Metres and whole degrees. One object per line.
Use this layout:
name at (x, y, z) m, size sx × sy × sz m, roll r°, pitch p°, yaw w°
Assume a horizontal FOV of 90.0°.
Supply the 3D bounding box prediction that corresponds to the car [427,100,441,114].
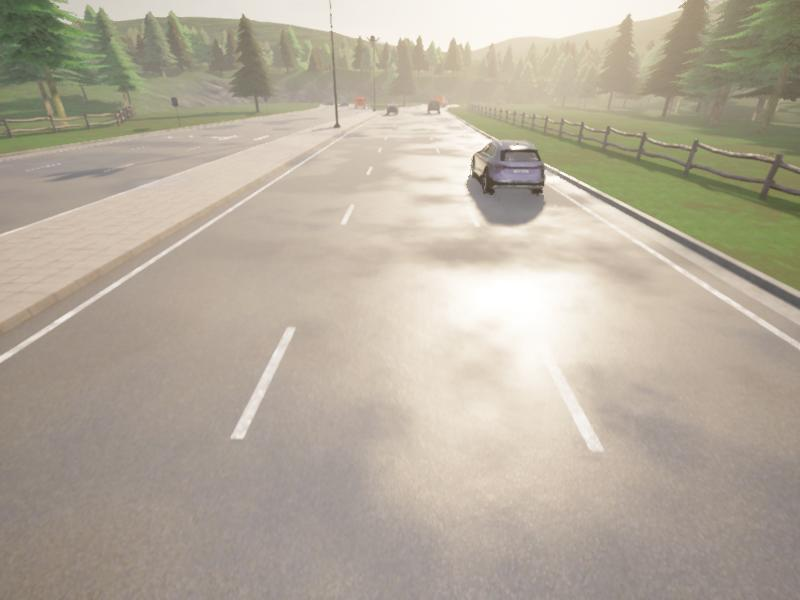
car at (6.064, -34.573, 71.574) m, size 2.150 × 2.045 × 5.566 m, roll 1°, pitch 27°, yaw 2°

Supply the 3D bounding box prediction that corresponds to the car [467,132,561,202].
car at (3.846, -4.993, 14.559) m, size 2.033 × 1.649 × 4.856 m, roll 1°, pitch 27°, yaw 1°

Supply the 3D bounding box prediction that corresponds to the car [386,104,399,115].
car at (-1.188, -31.780, 66.688) m, size 1.837 × 1.490 × 4.892 m, roll 1°, pitch 27°, yaw 2°

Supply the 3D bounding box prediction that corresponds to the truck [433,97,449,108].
truck at (10.294, -50.060, 101.207) m, size 2.627 × 2.467 × 5.204 m, roll 10°, pitch 29°, yaw 18°

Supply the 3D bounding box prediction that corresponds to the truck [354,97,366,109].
truck at (-9.373, -46.641, 94.438) m, size 2.627 × 2.467 × 5.204 m, roll -2°, pitch 27°, yaw -3°
